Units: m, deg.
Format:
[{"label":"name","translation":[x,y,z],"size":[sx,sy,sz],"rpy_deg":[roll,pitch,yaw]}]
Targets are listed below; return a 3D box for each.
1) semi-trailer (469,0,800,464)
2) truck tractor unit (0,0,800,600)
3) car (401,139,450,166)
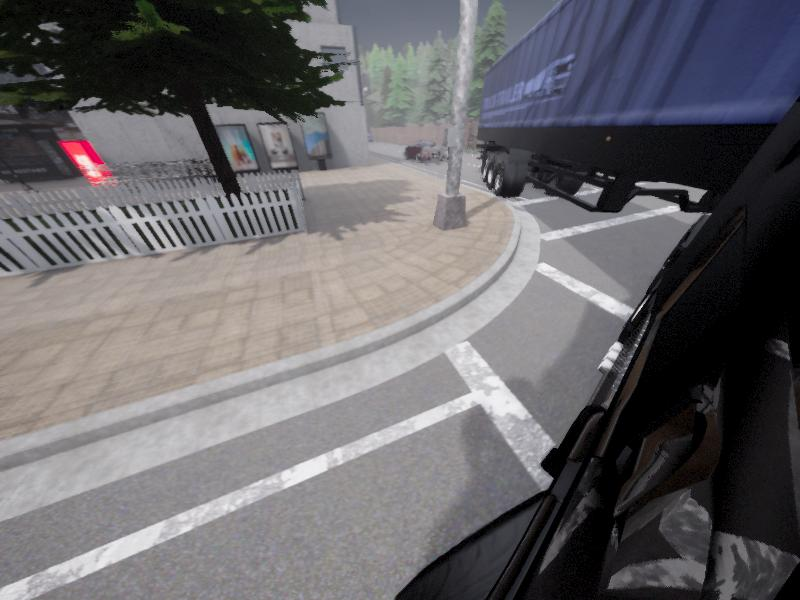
[{"label":"semi-trailer","translation":[4.633,-4.747,6.024],"size":[2.717,4.402,14.254],"rpy_deg":[2,37,5]},{"label":"truck tractor unit","translation":[2.645,-0.295,0.351],"size":[6.516,4.208,3.053],"rpy_deg":[-28,44,-30]},{"label":"car","translation":[1.817,-11.383,17.662],"size":[1.994,1.385,4.181],"rpy_deg":[-15,38,-16]}]
